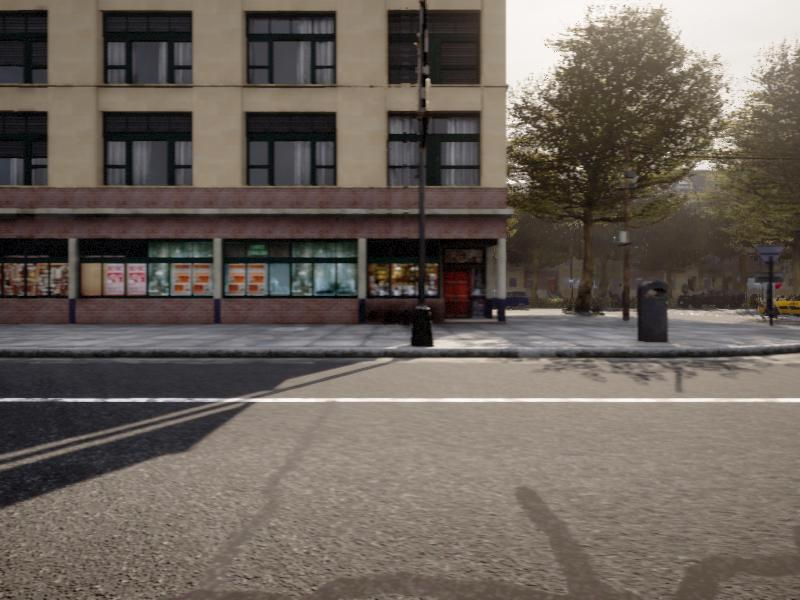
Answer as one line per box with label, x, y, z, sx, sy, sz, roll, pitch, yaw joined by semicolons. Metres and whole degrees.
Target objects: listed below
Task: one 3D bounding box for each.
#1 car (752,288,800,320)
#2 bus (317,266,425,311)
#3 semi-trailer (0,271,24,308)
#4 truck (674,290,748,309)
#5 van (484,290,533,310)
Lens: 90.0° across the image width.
car;20.625;0.207;19.678;1.801;1.575;5.366;0;0;-1
bus;-2.780;-1.137;40.295;10.273;4.253;3.944;0;0;0
semi-trailer;-48.853;-1.232;43.575;2.717;4.402;14.254;0;0;-2
truck;33.840;-0.048;43.690;6.274;2.098;2.390;0;0;0
van;10.831;0.002;40.194;4.442;1.987;1.775;0;0;0
